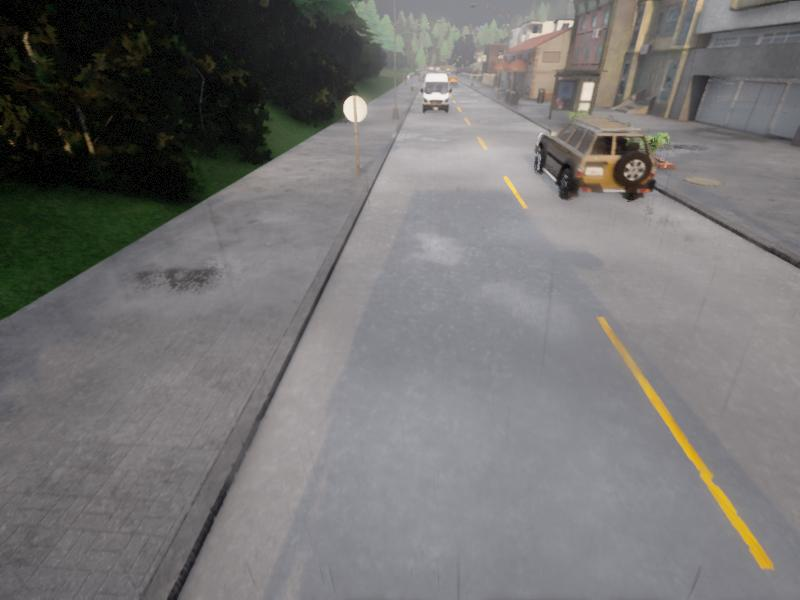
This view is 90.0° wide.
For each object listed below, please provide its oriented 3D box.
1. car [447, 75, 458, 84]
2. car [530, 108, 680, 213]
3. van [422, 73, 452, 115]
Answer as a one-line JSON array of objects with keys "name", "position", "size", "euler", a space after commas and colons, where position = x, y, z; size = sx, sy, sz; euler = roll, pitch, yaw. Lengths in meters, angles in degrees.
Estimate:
[{"name": "car", "position": [10.414, -43.751, 79.336], "size": [1.882, 1.535, 5.008], "euler": [2, 30, 3]}, {"name": "car", "position": [5.271, -4.103, 11.180], "size": [1.932, 1.855, 4.605], "euler": [2, 31, 3]}, {"name": "van", "position": [2.755, -15.946, 30.768], "size": [1.988, 2.561, 5.915], "euler": [2, 30, 3]}]
